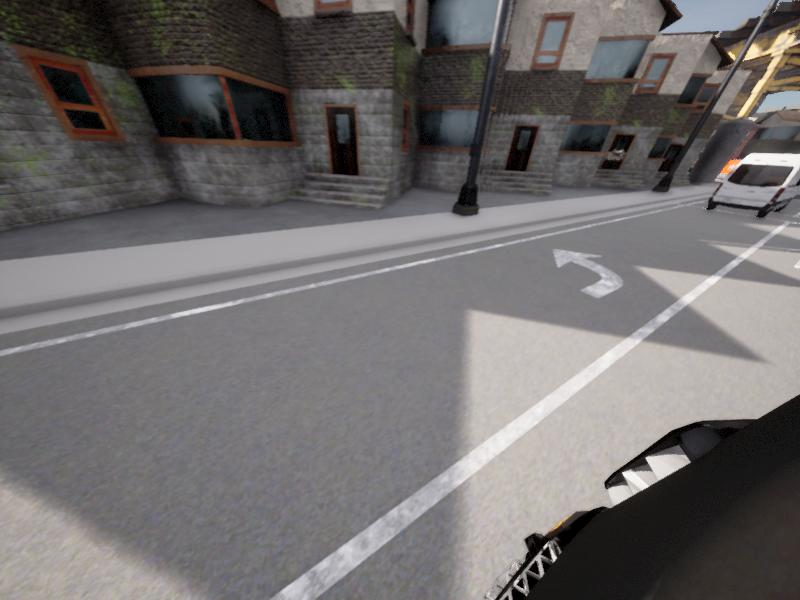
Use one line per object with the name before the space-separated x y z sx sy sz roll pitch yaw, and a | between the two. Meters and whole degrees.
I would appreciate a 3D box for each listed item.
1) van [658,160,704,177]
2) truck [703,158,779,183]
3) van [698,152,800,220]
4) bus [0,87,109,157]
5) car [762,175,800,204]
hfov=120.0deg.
van | 43.604 -20.605 36.078 2.069 2.038 4.480 10 34 12
truck | 45.678 -17.583 31.273 2.627 2.467 5.204 10 34 12
van | 18.618 -5.902 11.785 5.915 2.561 1.988 -15 37 -24
bus | -31.735 -13.668 17.725 3.944 4.253 10.273 10 36 11
car | 27.622 -7.580 15.833 3.633 1.501 1.845 -12 36 -20
